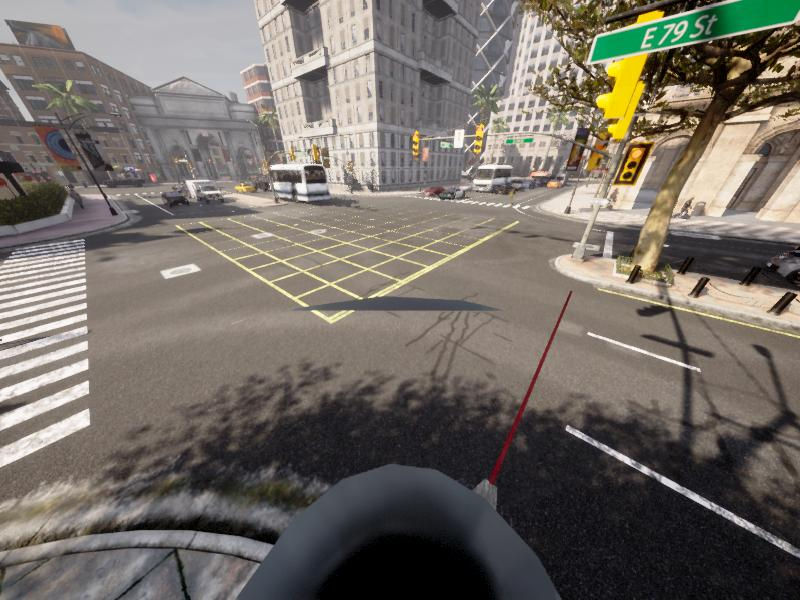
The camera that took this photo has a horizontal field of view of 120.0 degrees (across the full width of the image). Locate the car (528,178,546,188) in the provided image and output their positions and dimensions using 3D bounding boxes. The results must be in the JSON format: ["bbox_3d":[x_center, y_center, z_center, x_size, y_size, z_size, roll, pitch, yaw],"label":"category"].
[{"bbox_3d":[30.644,-26.106,51.601,2.152,1.651,5.027,23,37,34],"label":"car"}]

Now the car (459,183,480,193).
[{"bbox_3d":[12.946,-20.910,42.928,1.895,1.301,4.718,23,37,34],"label":"car"}]

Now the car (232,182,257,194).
[{"bbox_3d":[-27.676,-20.013,41.088,5.366,1.575,1.801,23,37,34],"label":"car"}]

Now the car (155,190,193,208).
[{"bbox_3d":[-27.136,-12.180,27.707,5.357,1.411,2.033,23,37,34],"label":"car"}]

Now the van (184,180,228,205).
[{"bbox_3d":[-25.231,-14.113,30.022,6.366,2.431,2.351,23,37,34],"label":"van"}]

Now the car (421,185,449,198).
[{"bbox_3d":[5.443,-16.545,35.218,1.812,1.442,4.674,24,38,35],"label":"car"}]

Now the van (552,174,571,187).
[{"bbox_3d":[37.843,-28.026,54.010,1.988,2.561,5.915,23,37,34],"label":"van"}]

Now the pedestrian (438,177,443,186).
[{"bbox_3d":[9.008,-26.360,51.449,0.751,1.860,0.751,23,37,34],"label":"pedestrian"}]

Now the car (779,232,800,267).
[{"bbox_3d":[20.631,-1.829,9.804,4.181,1.385,1.994,23,37,34],"label":"car"}]

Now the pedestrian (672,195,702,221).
[{"bbox_3d":[23.307,-7.504,18.790,0.751,1.860,0.751,-18,35,-29],"label":"pedestrian"}]

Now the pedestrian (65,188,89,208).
[{"bbox_3d":[-34.186,-10.779,24.462,0.751,1.860,0.751,23,37,34],"label":"pedestrian"}]

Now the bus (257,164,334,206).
[{"bbox_3d":[-13.657,-15.175,30.037,10.273,4.253,3.944,23,37,34],"label":"bus"}]

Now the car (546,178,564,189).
[{"bbox_3d":[33.211,-24.960,49.443,2.097,1.767,4.553,23,37,34],"label":"car"}]

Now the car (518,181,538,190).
[{"bbox_3d":[26.001,-23.250,46.881,2.033,1.411,5.357,23,37,34],"label":"car"}]

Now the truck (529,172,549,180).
[{"bbox_3d":[48.896,-43.758,81.324,5.204,2.467,2.627,23,37,34],"label":"truck"}]

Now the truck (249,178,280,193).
[{"bbox_3d":[-25.339,-21.541,43.216,6.274,2.098,2.390,23,37,34],"label":"truck"}]

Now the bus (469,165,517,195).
[{"bbox_3d":[16.817,-21.680,41.310,3.944,4.253,10.273,23,37,34],"label":"bus"}]

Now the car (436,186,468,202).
[{"bbox_3d":[7.302,-14.900,32.279,2.038,1.542,4.974,23,37,34],"label":"car"}]

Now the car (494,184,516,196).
[{"bbox_3d":[17.189,-18.077,37.842,1.816,1.474,4.193,23,37,34],"label":"car"}]

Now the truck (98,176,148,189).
[{"bbox_3d":[-59.566,-25.442,49.969,6.274,2.098,2.390,-19,35,-30],"label":"truck"}]

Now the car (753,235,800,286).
[{"bbox_3d":[16.907,-1.185,8.528,3.633,1.501,1.845,23,37,34],"label":"car"}]

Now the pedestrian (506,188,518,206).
[{"bbox_3d":[13.008,-11.993,26.869,0.751,1.860,0.751,23,37,34],"label":"pedestrian"}]

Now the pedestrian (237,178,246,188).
[{"bbox_3d":[-33.492,-24.673,48.832,0.751,1.860,0.751,18,35,29],"label":"pedestrian"}]

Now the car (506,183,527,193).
[{"bbox_3d":[21.378,-20.487,42.194,1.895,1.301,4.718,23,37,34],"label":"car"}]

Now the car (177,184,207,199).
[{"bbox_3d":[-31.092,-16.241,34.507,4.856,1.649,2.033,23,37,34],"label":"car"}]

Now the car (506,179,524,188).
[{"bbox_3d":[25.274,-25.584,50.792,2.007,1.525,4.514,23,37,34],"label":"car"}]

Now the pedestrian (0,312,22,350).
[{"bbox_3d":[-10.435,0.377,5.443,0.751,1.860,0.751,-26,39,-38],"label":"pedestrian"}]
